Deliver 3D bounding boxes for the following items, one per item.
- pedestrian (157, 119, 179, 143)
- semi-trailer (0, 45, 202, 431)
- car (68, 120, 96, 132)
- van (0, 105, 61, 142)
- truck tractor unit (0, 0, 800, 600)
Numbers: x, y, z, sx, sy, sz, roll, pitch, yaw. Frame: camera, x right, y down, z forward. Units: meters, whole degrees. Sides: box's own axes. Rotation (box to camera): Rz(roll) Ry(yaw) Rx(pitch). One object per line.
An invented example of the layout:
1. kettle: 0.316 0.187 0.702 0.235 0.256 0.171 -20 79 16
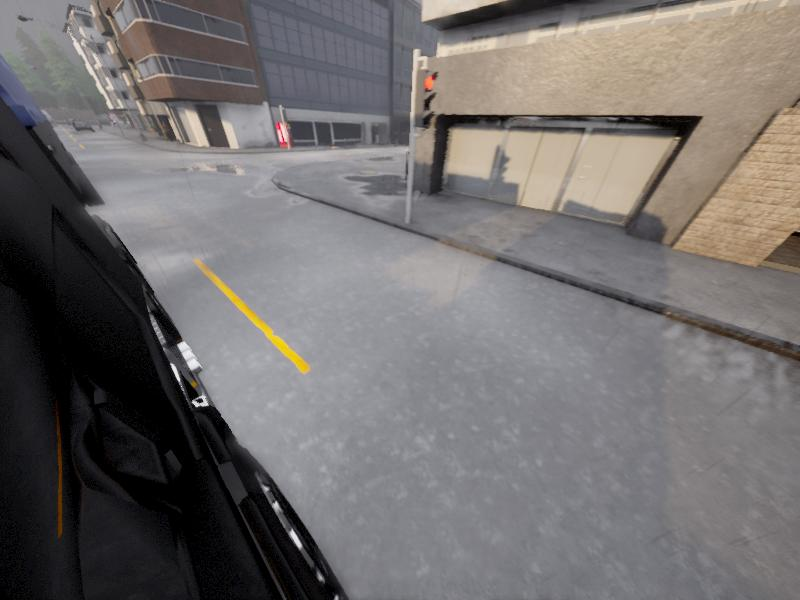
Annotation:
1. pedestrian: -23.061 -16.743 22.944 0.751 1.860 0.751 29 44 31
2. semi-trailer: -8.704 -3.580 4.252 14.254 4.402 2.717 28 44 30
3. car: -50.469 -27.642 36.644 5.357 1.411 2.033 28 44 30
4. van: -35.104 -16.816 22.071 5.915 2.561 1.988 28 44 30
5. truck tractor unit: -2.645 -0.295 0.351 6.516 4.208 3.053 28 44 30
